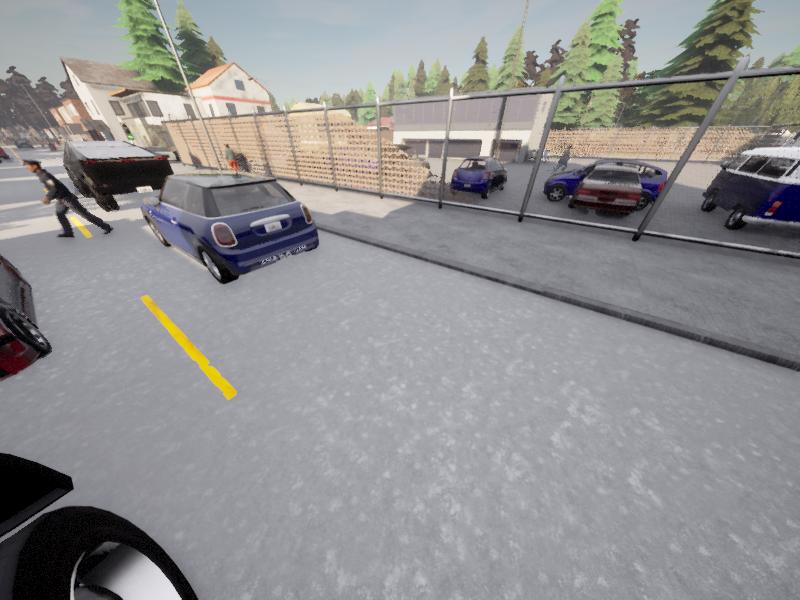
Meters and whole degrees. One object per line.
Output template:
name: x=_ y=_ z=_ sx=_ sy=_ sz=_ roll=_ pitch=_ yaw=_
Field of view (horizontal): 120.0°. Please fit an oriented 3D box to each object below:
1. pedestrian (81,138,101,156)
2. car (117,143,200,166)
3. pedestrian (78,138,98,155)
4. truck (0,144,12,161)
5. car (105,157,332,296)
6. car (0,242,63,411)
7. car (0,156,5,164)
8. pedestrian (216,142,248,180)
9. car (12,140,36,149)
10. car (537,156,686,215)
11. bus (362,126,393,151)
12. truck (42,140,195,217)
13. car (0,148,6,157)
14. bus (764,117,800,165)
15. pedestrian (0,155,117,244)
pedestrian: x=-40.318 y=-19.964 z=30.156 sx=0.751 sy=1.860 sz=0.751 roll=27 pitch=43 yaw=32
car: x=-23.645 y=-14.443 z=22.849 sx=1.930 sy=1.638 sz=5.238 roll=26 pitch=43 yaw=32
pedestrian: x=-42.308 y=-20.785 z=31.310 sx=0.751 sy=1.860 sz=0.751 roll=24 pitch=41 yaw=29
truck: x=-47.961 y=-18.072 z=25.957 sx=8.468 sy=3.827 sz=2.891 roll=22 pitch=41 yaw=28
car: x=-4.050 y=-2.042 z=5.234 sx=4.553 sy=1.767 sz=2.097 roll=22 pitch=41 yaw=28
car: x=-6.081 y=0.146 z=2.537 sx=4.181 sy=1.385 sz=1.994 roll=22 pitch=40 yaw=29
car: x=-41.200 y=-14.378 z=22.725 sx=3.705 sy=1.549 sz=1.789 roll=22 pitch=41 yaw=28
pedestrian: x=-9.913 y=-8.206 z=13.668 sx=0.751 sy=1.860 sz=0.751 roll=28 pitch=43 yaw=33
car: x=-80.070 y=-33.139 z=49.139 sx=4.974 sy=1.542 sz=2.038 roll=22 pitch=41 yaw=28
car: x=7.819 y=-4.605 z=9.035 sx=3.705 sy=1.547 sz=1.789 roll=22 pitch=41 yaw=28
bus: x=-5.378 y=-37.756 z=53.755 sx=3.944 sy=4.253 sz=10.273 roll=-15 pitch=39 yaw=-17
truck: x=-11.639 y=-5.276 z=9.514 sx=6.274 sy=2.098 sz=2.390 roll=22 pitch=41 yaw=28
car: x=-54.907 y=-19.967 z=30.638 sx=4.792 sy=1.488 sz=2.163 roll=22 pitch=41 yaw=28
bus: x=47.576 y=-17.129 z=24.798 sx=10.273 sy=4.253 sz=3.944 roll=-7 pitch=34 yaw=-9
pedestrian: x=-8.323 y=-2.458 z=5.698 sx=0.751 sy=1.860 sz=0.751 roll=16 pitch=38 yaw=21
